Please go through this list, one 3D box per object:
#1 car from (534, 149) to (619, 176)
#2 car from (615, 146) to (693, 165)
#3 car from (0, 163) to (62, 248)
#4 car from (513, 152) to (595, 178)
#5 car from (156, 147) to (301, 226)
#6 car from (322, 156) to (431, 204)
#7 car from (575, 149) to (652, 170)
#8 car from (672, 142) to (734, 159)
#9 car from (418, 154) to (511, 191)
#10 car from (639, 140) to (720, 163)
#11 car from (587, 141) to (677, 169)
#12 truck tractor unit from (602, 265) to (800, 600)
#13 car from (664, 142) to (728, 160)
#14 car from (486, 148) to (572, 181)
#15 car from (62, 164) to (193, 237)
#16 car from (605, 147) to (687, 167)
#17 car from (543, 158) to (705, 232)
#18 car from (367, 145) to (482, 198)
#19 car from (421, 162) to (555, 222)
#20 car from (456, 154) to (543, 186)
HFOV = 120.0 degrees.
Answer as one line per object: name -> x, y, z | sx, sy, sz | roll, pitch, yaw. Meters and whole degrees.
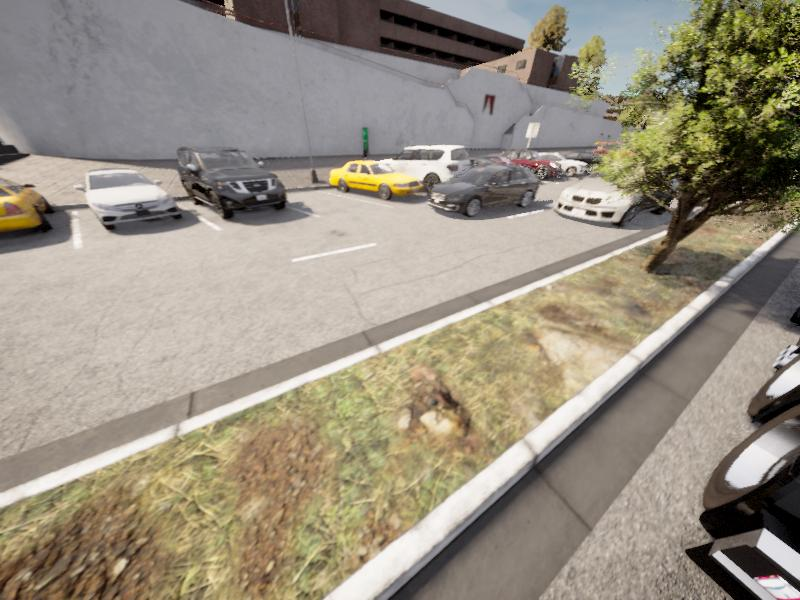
car -> 14.183, -11.295, 18.819 | 5.008, 1.535, 2.097 | 25, 42, 33
car -> 27.073, -15.681, 24.967 | 5.366, 1.575, 1.946 | 25, 42, 33
car -> -12.056, -2.887, 6.705 | 5.366, 1.575, 1.946 | 25, 42, 32
car -> 11.572, -10.404, 17.640 | 4.674, 1.452, 2.002 | 25, 42, 33
car -> -6.665, -4.682, 8.925 | 5.566, 2.045, 2.435 | 25, 41, 32
car -> -1.332, -6.102, 11.431 | 5.366, 1.575, 1.946 | 25, 41, 32
car -> 19.420, -12.996, 21.244 | 4.792, 1.488, 2.163 | 25, 42, 33
car -> 40.230, -20.001, 30.898 | 4.553, 1.767, 2.185 | 25, 42, 32
car -> 3.719, -7.846, 14.001 | 4.792, 1.488, 2.163 | 25, 42, 32
car -> 32.402, -17.543, 27.166 | 5.566, 2.045, 2.435 | 25, 42, 33
car -> 22.026, -14.092, 22.297 | 5.566, 2.045, 2.435 | 25, 42, 33
truck tractor unit -> 5.114, -0.297, 0.779 | 6.516, 4.208, 3.053 | -18, 39, -24
car -> 37.667, -19.125, 29.640 | 4.553, 1.767, 2.185 | 25, 42, 33
car -> 8.941, -9.691, 16.351 | 4.553, 1.767, 2.185 | 25, 42, 33
car -> -9.304, -3.620, 7.871 | 4.674, 1.452, 2.002 | 25, 41, 32
car -> 24.755, -14.692, 23.559 | 5.366, 1.575, 1.946 | 25, 42, 33
car -> 7.860, -3.939, 8.240 | 4.611, 1.667, 2.242 | -18, 39, -24
car -> 1.112, -7.228, 12.625 | 5.566, 2.045, 2.435 | 25, 42, 32
car -> 3.425, -4.400, 9.049 | 4.892, 1.490, 1.837 | -18, 39, -24
car -> 6.359, -8.684, 15.218 | 4.674, 1.452, 2.002 | 25, 42, 33
